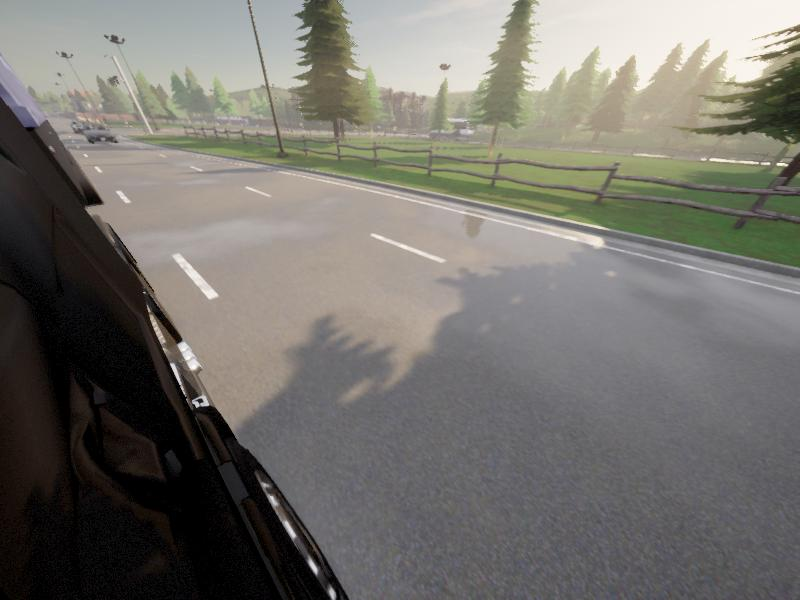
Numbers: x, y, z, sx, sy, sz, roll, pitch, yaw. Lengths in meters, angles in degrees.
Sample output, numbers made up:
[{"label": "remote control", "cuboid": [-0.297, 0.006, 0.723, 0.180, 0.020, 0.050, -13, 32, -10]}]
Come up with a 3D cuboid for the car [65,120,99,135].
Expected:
[{"label": "car", "cuboid": [-42.212, -22.931, 30.663, 3.806, 1.475, 1.970, 28, 44, 30]}]

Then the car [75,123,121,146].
[{"label": "car", "cuboid": [-27.598, -15.166, 21.115, 4.193, 1.474, 1.816, 28, 44, 30]}]

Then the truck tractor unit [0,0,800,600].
[{"label": "truck tractor unit", "cuboid": [-2.645, -0.295, 0.351, 6.516, 4.208, 3.053, 28, 44, 30]}]

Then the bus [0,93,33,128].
[{"label": "bus", "cuboid": [-65.726, -31.185, 38.025, 10.273, 4.253, 3.944, 28, 44, 30]}]

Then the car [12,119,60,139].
[{"label": "car", "cuboid": [-38.383, -18.174, 24.486, 4.902, 1.511, 2.128, 28, 44, 30]}]

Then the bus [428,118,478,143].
[{"label": "bus", "cuboid": [12.223, -40.157, 54.609, 10.273, 4.253, 3.944, 28, 44, 30]}]

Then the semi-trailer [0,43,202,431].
[{"label": "semi-trailer", "cuboid": [-8.698, -3.591, 4.248, 14.254, 4.402, 2.717, 28, 44, 30]}]
